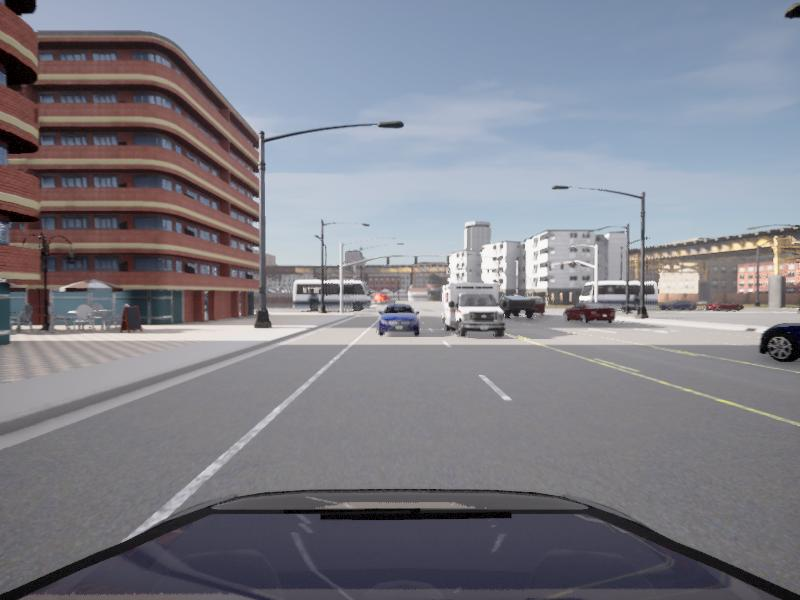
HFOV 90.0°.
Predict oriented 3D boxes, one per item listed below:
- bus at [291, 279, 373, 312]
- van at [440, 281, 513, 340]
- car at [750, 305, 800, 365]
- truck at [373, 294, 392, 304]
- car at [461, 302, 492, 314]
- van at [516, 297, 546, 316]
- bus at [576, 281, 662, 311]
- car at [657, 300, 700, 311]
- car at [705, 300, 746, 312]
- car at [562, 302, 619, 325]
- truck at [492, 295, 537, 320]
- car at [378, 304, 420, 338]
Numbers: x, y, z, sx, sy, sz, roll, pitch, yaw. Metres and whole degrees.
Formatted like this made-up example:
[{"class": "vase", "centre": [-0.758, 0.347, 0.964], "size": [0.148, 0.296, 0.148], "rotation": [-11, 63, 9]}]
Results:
[{"class": "bus", "centre": [-8.973, -0.564, 53.950], "size": [10.273, 4.253, 3.944], "rotation": [0, 1, 0]}, {"class": "van", "centre": [3.455, 0.441, 19.620], "size": [2.351, 2.431, 6.366], "rotation": [0, 0, 0]}, {"class": "car", "centre": [10.965, 0.882, 9.412], "size": [1.970, 1.475, 3.806], "rotation": [0, 0, -5]}, {"class": "truck", "centre": [-4.290, -0.301, 98.180], "size": [2.627, 2.467, 5.204], "rotation": [0, 1, -26]}, {"class": "car", "centre": [9.431, 0.942, 49.463], "size": [1.895, 1.301, 4.718], "rotation": [0, 1, -15]}, {"class": "van", "centre": [13.949, 0.669, 42.846], "size": [1.775, 1.987, 4.442], "rotation": [0, 0, 0]}, {"class": "bus", "centre": [31.636, -0.616, 58.164], "size": [10.273, 4.253, 3.944], "rotation": [0, 1, -1]}, {"class": "car", "centre": [40.619, 0.766, 58.450], "size": [4.792, 1.488, 2.163], "rotation": [0, 1, 0]}, {"class": "car", "centre": [44.820, 0.816, 55.144], "size": [4.193, 1.474, 1.816], "rotation": [0, 1, 1]}, {"class": "car", "centre": [13.941, 0.915, 29.681], "size": [1.882, 1.535, 5.008], "rotation": [0, 0, 0]}, {"class": "truck", "centre": [10.437, 0.629, 37.112], "size": [2.390, 2.098, 6.274], "rotation": [0, 0, 0]}, {"class": "car", "centre": [-0.037, 0.933, 19.595], "size": [1.812, 1.442, 4.674], "rotation": [0, 0, 0]}]
